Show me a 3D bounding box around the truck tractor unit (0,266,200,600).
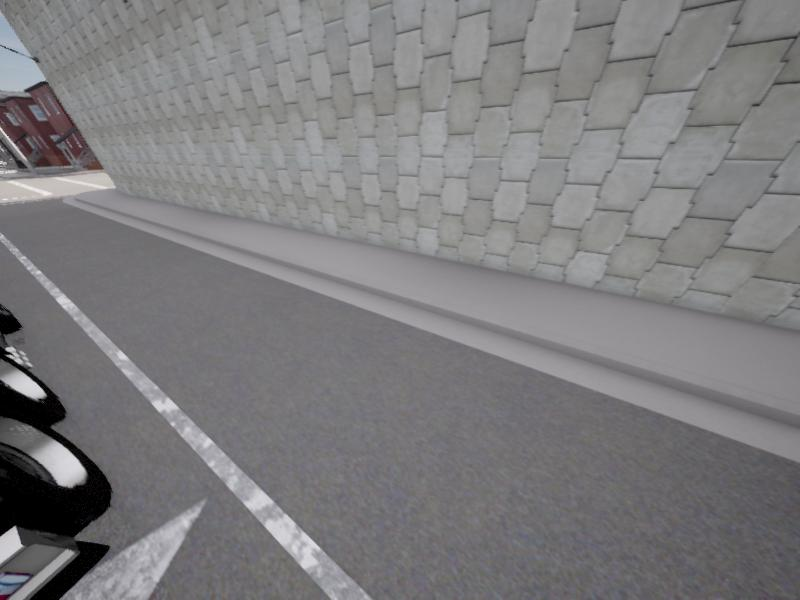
[{"bbox_3d":[-5.182,-0.209,0.803,6.516,4.208,3.053,16,41,25],"label":"truck tractor unit"}]
